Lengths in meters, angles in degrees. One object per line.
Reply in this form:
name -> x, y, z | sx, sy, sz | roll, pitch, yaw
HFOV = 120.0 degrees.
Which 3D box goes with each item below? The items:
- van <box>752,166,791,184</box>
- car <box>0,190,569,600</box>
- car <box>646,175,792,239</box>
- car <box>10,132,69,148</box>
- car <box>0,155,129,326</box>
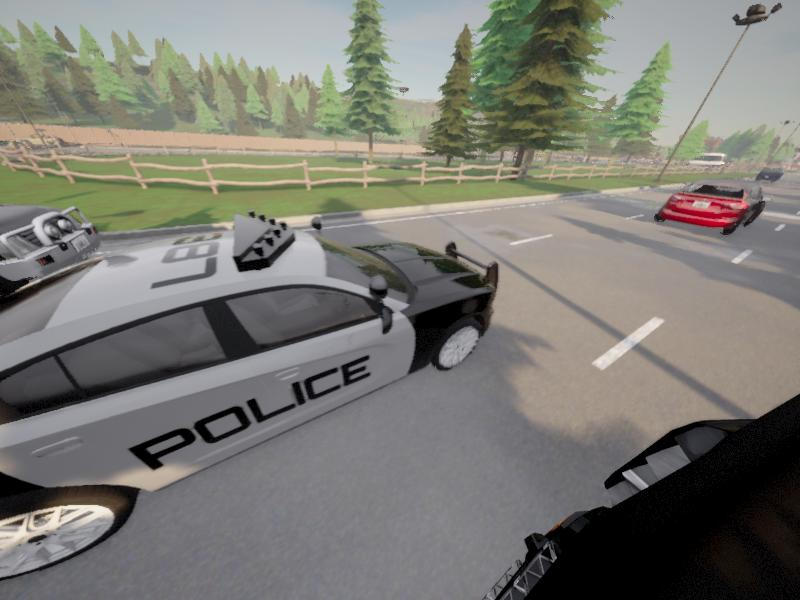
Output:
van -> 51.954, -17.554, 32.319 | 4.442, 1.987, 1.775 | -16, 38, -26
car -> -1.079, 0.064, 2.320 | 5.238, 1.638, 1.930 | -16, 38, -26
car -> 12.711, -3.916, 9.265 | 4.611, 1.667, 2.242 | -16, 38, -26
car -> -59.405, -26.447, 38.245 | 4.605, 1.855, 1.932 | -16, 38, -26
car -> -7.101, -0.532, 2.592 | 4.605, 1.855, 1.932 | -16, 38, -26
